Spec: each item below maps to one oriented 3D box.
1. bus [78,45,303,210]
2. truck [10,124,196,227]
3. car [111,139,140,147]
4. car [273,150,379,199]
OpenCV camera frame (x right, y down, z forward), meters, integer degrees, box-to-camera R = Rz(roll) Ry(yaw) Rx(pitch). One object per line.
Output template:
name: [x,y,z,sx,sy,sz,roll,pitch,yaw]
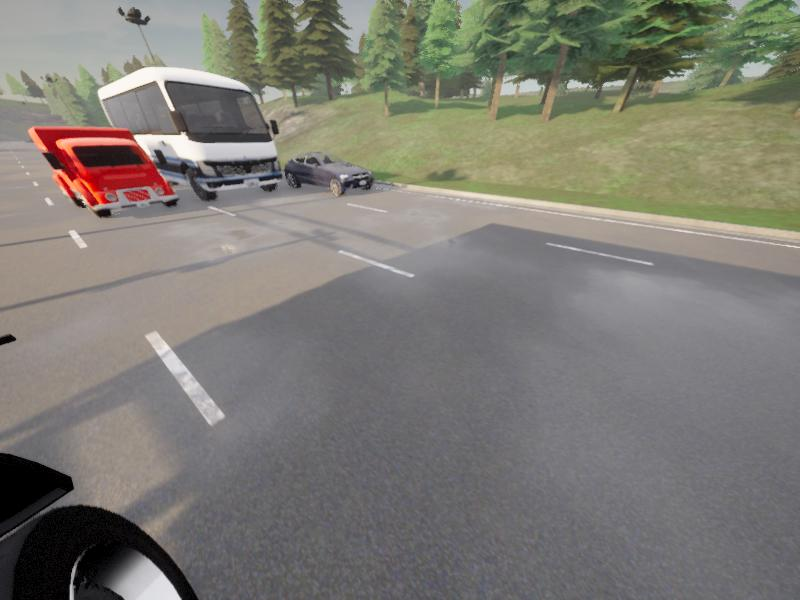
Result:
bus: [-10.047,-7.760,11.143,10.273,4.253,3.944,22,41,28]
truck: [-10.544,-4.679,8.315,5.204,2.467,2.627,22,41,28]
car: [-66.283,-37.912,55.890,2.128,1.511,4.902,-8,36,-12]
car: [-3.752,-6.480,11.662,5.027,1.651,2.152,22,41,28]
